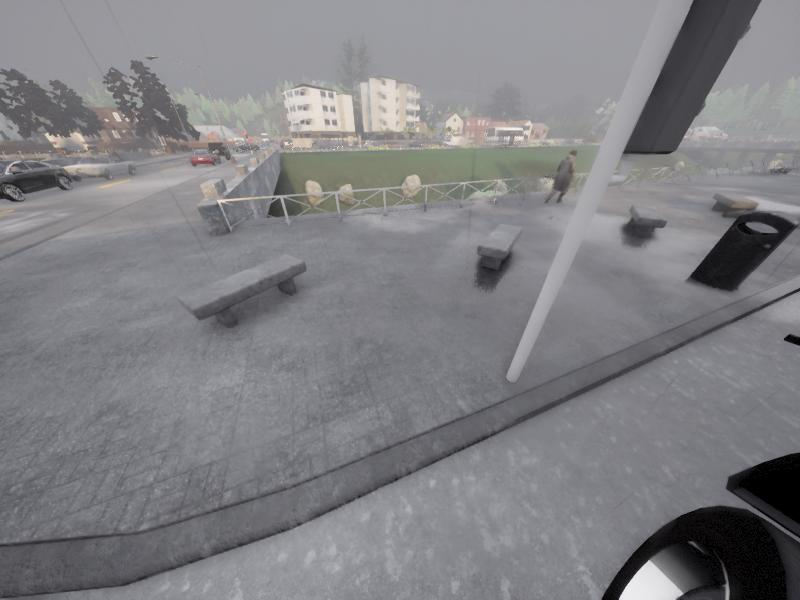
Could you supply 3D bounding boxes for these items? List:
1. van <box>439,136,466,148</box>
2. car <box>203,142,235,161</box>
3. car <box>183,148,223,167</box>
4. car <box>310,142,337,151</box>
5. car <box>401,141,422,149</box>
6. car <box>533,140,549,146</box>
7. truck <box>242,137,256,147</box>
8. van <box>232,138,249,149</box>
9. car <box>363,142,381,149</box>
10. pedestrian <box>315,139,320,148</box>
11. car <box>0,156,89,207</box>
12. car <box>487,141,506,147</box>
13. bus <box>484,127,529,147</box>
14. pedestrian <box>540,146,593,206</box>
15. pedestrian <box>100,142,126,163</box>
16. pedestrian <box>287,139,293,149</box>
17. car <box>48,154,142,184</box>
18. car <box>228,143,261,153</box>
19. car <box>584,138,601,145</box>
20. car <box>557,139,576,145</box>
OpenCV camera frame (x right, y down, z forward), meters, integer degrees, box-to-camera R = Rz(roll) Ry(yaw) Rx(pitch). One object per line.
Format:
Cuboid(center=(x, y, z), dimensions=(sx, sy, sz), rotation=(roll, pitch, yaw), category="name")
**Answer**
Cuboid(center=(13.864, -42.020, 61.412), dimensions=(6.366, 2.431, 2.351), rotation=(-13, 37, -17), category="van")
Cuboid(center=(-22.665, -18.727, 29.066), dimensions=(1.905, 1.878, 3.866), rotation=(-13, 37, -17), category="car")
Cuboid(center=(-20.061, -14.694, 23.770), dimensions=(1.994, 1.385, 4.181), rotation=(-14, 37, -19), category="car")
Cuboid(center=(-17.196, -34.550, 51.940), dimensions=(5.357, 1.411, 2.033), rotation=(-13, 37, -17), category="car")
Cuboid(center=(2.909, -39.151, 58.233), dimensions=(4.892, 1.490, 1.837), rotation=(-13, 37, -17), category="car")
Cuboid(center=(43.254, -48.261, 70.948), dimensions=(3.806, 1.475, 1.970), rotation=(-13, 37, -17), category="car")
Cuboid(center=(-48.435, -50.693, 74.189), dimensions=(2.627, 2.467, 5.204), rotation=(-13, 37, -17), category="truck")
Cuboid(center=(-42.549, -41.972, 61.788), dimensions=(2.351, 2.431, 6.366), rotation=(-13, 37, -17), category="van")
Cuboid(center=(-6.717, -36.961, 55.211), dimensions=(3.806, 1.475, 1.970), rotation=(-13, 37, -17), category="car")
Cuboid(center=(-19.985, -38.012, 56.051), dimensions=(0.751, 1.860, 0.751), rotation=(-12, 37, -16), category="pedestrian")
Cuboid(center=(-18.091, -5.599, 10.708), dimensions=(2.128, 1.511, 4.902), rotation=(-12, 37, -16), category="car")
Cuboid(center=(27.648, -44.686, 66.066), dimensions=(4.718, 1.301, 1.895), rotation=(-13, 37, -17), category="car")
Cuboid(center=(28.408, -43.671, 62.058), dimensions=(10.273, 4.253, 3.944), rotation=(-13, 37, -17), category="bus")
Cuboid(center=(6.076, -4.565, 8.545), dimensions=(0.751, 1.860, 0.751), rotation=(-13, 37, -17), category="pedestrian")
Cuboid(center=(-30.482, -15.667, 24.584), dimensions=(0.751, 1.860, 0.751), rotation=(-12, 37, -17), category="pedestrian")
Cuboid(center=(-25.482, -36.111, 53.580), dimensions=(0.751, 1.860, 0.751), rotation=(-16, 38, -21), category="pedestrian")
Cuboid(center=(-20.693, -9.208, 16.043), dimensions=(1.895, 1.301, 4.718), rotation=(-13, 37, -17), category="car")
Cuboid(center=(-30.724, -30.199, 45.777), dimensions=(1.837, 1.490, 4.892), rotation=(23, 41, 32), category="car")
Cuboid(center=(60.738, -49.953, 72.800), dimensions=(3.866, 1.878, 1.905), rotation=(-13, 37, -17), category="car")
Cuboid(center=(53.251, -50.633, 74.019), dimensions=(4.856, 1.649, 2.033), rotation=(-13, 37, -17), category="car")
